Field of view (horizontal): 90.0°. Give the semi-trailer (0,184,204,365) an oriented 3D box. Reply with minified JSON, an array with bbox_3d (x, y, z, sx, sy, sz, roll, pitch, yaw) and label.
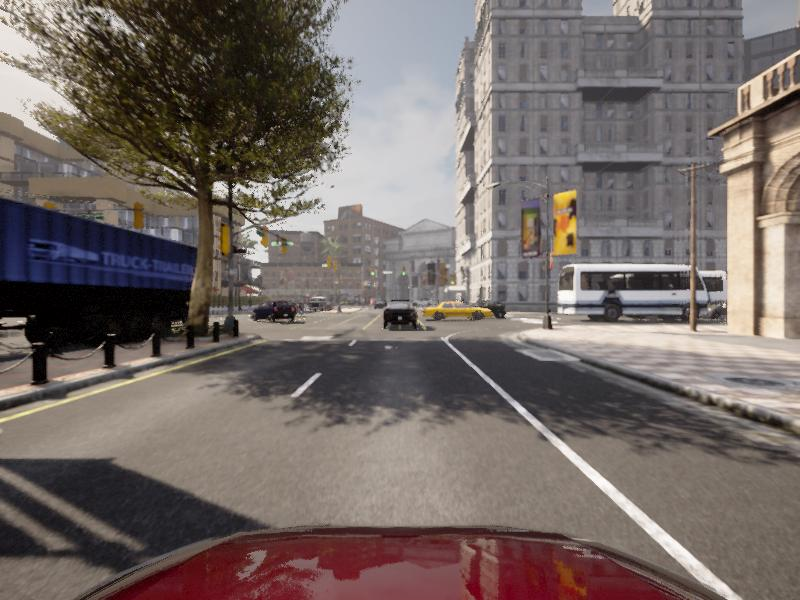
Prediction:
[{"bbox_3d":[-11.023,-0.619,12.227,2.717,4.402,14.254,0,0,1],"label":"semi-trailer"}]

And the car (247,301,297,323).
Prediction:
[{"bbox_3d":[-9.219,0.822,28.727,3.633,1.501,1.845,0,0,42],"label":"car"}]

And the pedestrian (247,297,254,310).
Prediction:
[{"bbox_3d":[-22.196,0.474,59.393,0.751,1.860,0.751,0,0,-2],"label":"pedestrian"}]

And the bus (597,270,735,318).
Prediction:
[{"bbox_3d":[24.557,-0.541,37.381,10.273,4.253,3.944,0,0,0],"label":"bus"}]

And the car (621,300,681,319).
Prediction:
[{"bbox_3d":[21.272,0.782,33.992,3.988,1.617,1.851,0,0,0],"label":"car"}]

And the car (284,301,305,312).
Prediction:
[{"bbox_3d":[-14.993,0.859,56.952,1.812,1.442,4.674,0,0,0],"label":"car"}]

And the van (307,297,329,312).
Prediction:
[{"bbox_3d":[-11.488,0.560,56.338,2.069,2.038,4.480,0,0,0],"label":"van"}]

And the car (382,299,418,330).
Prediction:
[{"bbox_3d":[0.002,0.766,23.761,1.930,1.638,5.238,0,0,0],"label":"car"}]

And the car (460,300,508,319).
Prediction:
[{"bbox_3d":[7.078,0.810,33.913,3.705,1.549,1.789,0,0,0],"label":"car"}]

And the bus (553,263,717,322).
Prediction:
[{"bbox_3d":[17.577,-0.540,30.592,10.273,4.253,3.944,0,0,0],"label":"bus"}]

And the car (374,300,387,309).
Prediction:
[{"bbox_3d":[-3.493,0.814,72.008,2.038,1.542,4.974,0,0,0],"label":"car"}]

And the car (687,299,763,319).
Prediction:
[{"bbox_3d":[27.524,0.750,34.018,4.611,1.667,2.242,0,0,0],"label":"car"}]

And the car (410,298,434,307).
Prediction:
[{"bbox_3d":[5.203,0.554,95.445,5.566,2.045,2.150,0,0,0],"label":"car"}]

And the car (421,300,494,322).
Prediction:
[{"bbox_3d":[4.397,0.796,30.765,5.366,1.575,1.801,0,0,10],"label":"car"}]
